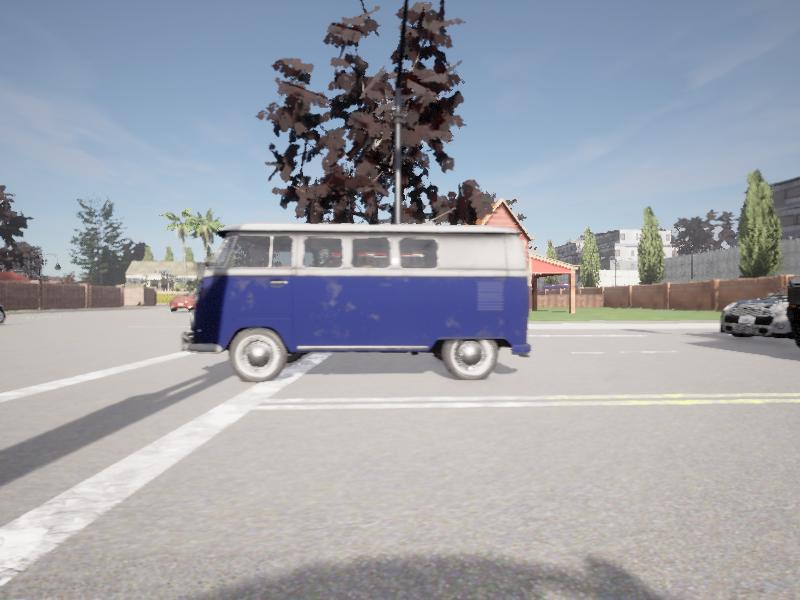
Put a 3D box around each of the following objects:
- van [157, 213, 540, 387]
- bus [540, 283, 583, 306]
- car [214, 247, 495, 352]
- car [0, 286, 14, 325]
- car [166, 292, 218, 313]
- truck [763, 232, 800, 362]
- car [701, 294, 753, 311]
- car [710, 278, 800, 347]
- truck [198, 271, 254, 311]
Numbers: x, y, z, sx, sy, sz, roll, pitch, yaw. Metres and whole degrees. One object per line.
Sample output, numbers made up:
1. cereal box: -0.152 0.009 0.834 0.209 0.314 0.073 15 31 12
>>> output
1. van: -0.591 0.004 5.556 4.442 1.987 1.775 0 0 -3
2. bus: 32.451 -1.057 80.972 3.944 4.253 10.273 0 0 -4
3. car: -0.914 -0.026 9.039 5.566 2.045 2.150 0 0 -3
4. car: -15.879 0.239 13.726 1.837 1.490 4.892 -2 0 -19
5. car: -17.626 0.203 34.274 2.152 1.651 5.027 0 0 -5
6. truck: 9.641 -0.047 6.066 6.274 2.098 2.390 0 0 -3
7. car: 31.428 0.263 38.575 1.789 1.549 3.705 0 0 -4
8. car: 10.109 0.267 9.629 3.806 1.475 1.970 0 0 -3
9. truck: -18.300 -0.891 42.762 2.891 3.827 8.468 0 0 -4
